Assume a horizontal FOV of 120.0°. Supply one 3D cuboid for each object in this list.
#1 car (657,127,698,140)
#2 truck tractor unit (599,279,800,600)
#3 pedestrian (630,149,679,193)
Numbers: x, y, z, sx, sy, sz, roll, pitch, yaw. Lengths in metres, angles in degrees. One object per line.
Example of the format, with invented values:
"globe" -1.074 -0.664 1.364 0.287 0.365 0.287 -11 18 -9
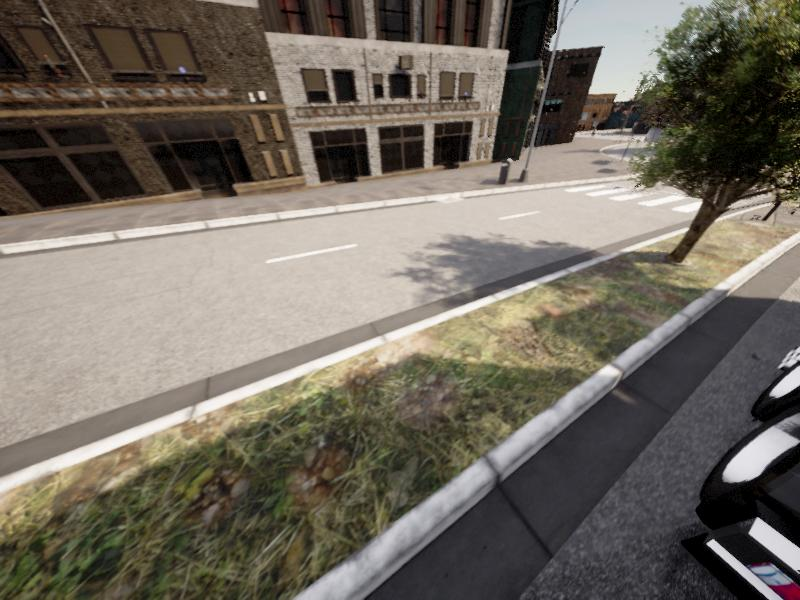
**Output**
"car" 44.568 -26.896 37.221 1.789 1.549 3.705 -9 37 -6
"truck tractor unit" 5.143 -0.268 0.749 6.516 4.208 3.053 -17 39 -23
"pedestrian" 13.099 -6.675 11.967 0.751 1.860 0.751 -9 37 -7
